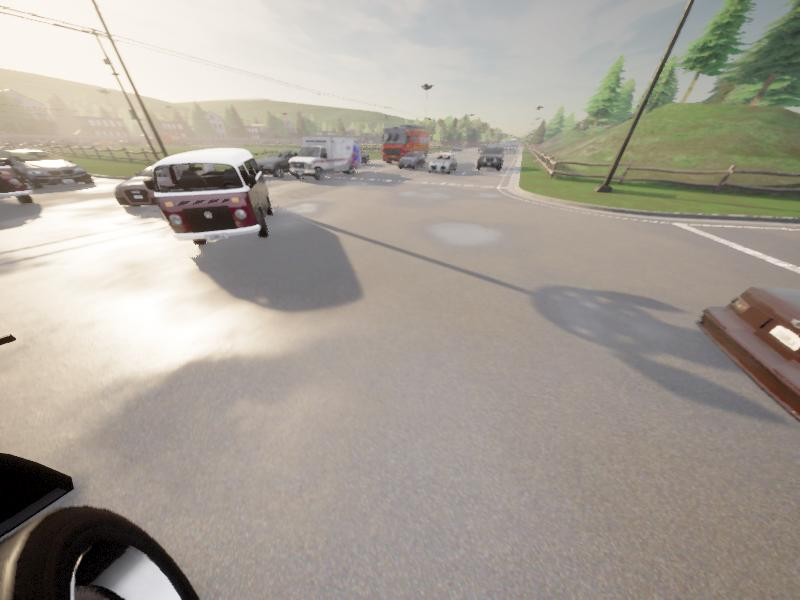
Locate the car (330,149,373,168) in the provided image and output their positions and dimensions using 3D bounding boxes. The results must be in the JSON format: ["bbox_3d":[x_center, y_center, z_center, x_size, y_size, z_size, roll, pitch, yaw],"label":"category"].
[{"bbox_3d":[-5.042,-15.355,24.986,2.163,1.488,4.792,15,37,19],"label":"car"}]

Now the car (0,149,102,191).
[{"bbox_3d":[-19.841,-7.266,12.723,4.611,1.667,2.242,13,36,17],"label":"car"}]

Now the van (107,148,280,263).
[{"bbox_3d":[-4.959,-3.082,6.627,2.069,2.038,4.480,-12,37,-17],"label":"van"}]

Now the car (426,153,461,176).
[{"bbox_3d":[3.885,-12.004,20.305,1.970,1.475,3.806,15,37,19],"label":"car"}]

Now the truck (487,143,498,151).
[{"bbox_3d":[31.580,-52.087,78.701,2.390,2.098,6.274,15,37,19],"label":"truck"}]

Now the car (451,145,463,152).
[{"bbox_3d":[15.830,-41.748,63.761,2.038,1.542,4.974,15,37,19],"label":"car"}]

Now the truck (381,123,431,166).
[{"bbox_3d":[0.955,-19.007,28.359,2.891,3.827,8.468,15,37,19],"label":"truck"}]

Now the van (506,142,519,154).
[{"bbox_3d":[29.390,-39.711,60.344,2.351,2.431,6.366,15,37,19],"label":"van"}]

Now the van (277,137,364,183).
[{"bbox_3d":[-5.275,-10.371,16.889,2.351,2.431,6.366,13,36,17],"label":"van"}]

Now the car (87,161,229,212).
[{"bbox_3d":[-9.789,-5.053,9.986,1.994,1.385,4.181,-3,35,-5],"label":"car"}]

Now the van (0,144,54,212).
[{"bbox_3d":[-16.444,-4.575,8.553,4.480,2.038,2.069,12,36,16],"label":"van"}]

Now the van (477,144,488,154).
[{"bbox_3d":[21.544,-39.374,60.073,1.775,1.987,4.442,15,37,19],"label":"van"}]

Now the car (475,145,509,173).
[{"bbox_3d":[9.226,-14.098,22.964,2.150,2.045,5.566,15,37,19],"label":"car"}]

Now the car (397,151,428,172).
[{"bbox_3d":[1.261,-13.583,22.501,1.845,1.501,3.633,15,37,19],"label":"car"}]

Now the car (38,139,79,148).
[{"bbox_3d":[-85.354,-39.188,57.797,1.930,1.638,5.238,15,37,19],"label":"car"}]

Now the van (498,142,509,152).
[{"bbox_3d":[33.738,-50.074,75.523,2.351,2.431,6.366,15,37,19],"label":"van"}]

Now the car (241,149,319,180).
[{"bbox_3d":[-8.807,-10.445,17.632,2.152,1.651,5.027,13,36,17],"label":"car"}]

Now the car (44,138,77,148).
[{"bbox_3d":[-82.399,-38.141,56.135,1.905,1.878,3.866,15,37,19],"label":"car"}]

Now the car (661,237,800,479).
[{"bbox_3d":[6.164,0.928,1.603,5.357,1.411,2.033,12,36,16],"label":"car"}]
